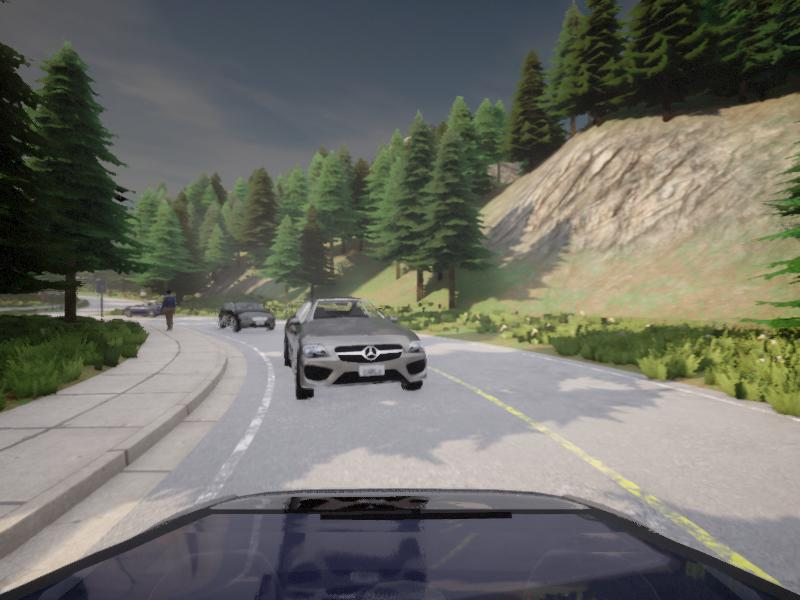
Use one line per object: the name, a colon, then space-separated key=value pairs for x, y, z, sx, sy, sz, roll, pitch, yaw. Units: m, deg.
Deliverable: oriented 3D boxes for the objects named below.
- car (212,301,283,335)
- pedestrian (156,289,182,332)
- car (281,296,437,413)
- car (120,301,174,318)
car: x=-7.889 y=0.807 z=20.391 sx=2.128 sy=1.511 sz=4.902 roll=0 pitch=0 yaw=-36
pedestrian: x=-10.252 y=0.462 z=17.746 sx=0.751 sy=1.860 sz=0.751 roll=0 pitch=0 yaw=31
car: x=-1.254 y=0.766 z=8.392 sx=2.152 sy=1.651 sz=5.027 roll=0 pitch=0 yaw=-19
car: x=-22.202 y=0.811 z=35.132 sx=3.806 sy=1.475 sz=1.970 roll=0 pitch=0 yaw=14
